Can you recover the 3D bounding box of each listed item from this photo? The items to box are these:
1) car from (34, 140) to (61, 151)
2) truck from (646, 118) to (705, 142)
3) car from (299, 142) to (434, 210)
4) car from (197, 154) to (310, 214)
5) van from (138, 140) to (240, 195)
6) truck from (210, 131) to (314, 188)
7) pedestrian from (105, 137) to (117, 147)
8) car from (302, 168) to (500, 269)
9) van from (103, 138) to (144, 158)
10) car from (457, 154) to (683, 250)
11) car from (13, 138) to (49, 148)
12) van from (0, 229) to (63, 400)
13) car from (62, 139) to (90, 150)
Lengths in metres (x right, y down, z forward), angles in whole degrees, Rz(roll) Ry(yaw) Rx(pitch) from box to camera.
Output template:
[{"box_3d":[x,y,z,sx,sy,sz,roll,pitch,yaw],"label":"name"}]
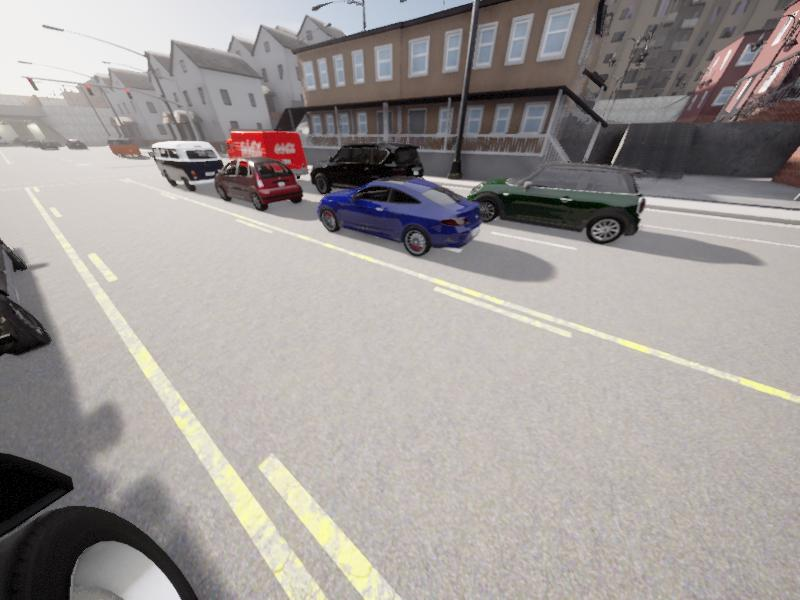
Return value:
[{"box_3d":[-65.597,-28.807,42.942,4.514,1.525,2.007,22,41,28],"label":"car"},{"box_3d":[47.333,-29.410,39.957,6.274,2.098,2.390,31,44,20],"label":"truck"},{"box_3d":[-1.562,-5.677,10.167,5.566,2.045,2.150,22,41,28],"label":"car"},{"box_3d":[-5.828,-4.779,9.239,3.988,1.617,1.851,22,41,28],"label":"car"},{"box_3d":[-10.876,-6.991,11.956,4.480,2.038,2.069,22,41,28],"label":"van"},{"box_3d":[-8.084,-8.409,13.618,5.204,2.467,2.627,23,41,29],"label":"truck"},{"box_3d":[-61.770,-33.830,49.440,0.751,1.860,0.751,21,40,27],"label":"pedestrian"},{"box_3d":[-0.194,-2.434,6.101,4.674,1.442,1.812,22,41,28],"label":"car"},{"box_3d":[-34.588,-19.048,28.903,4.442,1.987,1.775,20,40,26],"label":"van"},{"box_3d":[4.394,-3.187,6.905,4.553,1.767,2.097,22,41,28],"label":"car"},{"box_3d":[-79.890,-34.008,50.035,5.238,1.638,1.930,9,36,12],"label":"car"},{"box_3d":[-6.847,-0.692,2.608,5.915,2.561,1.988,21,40,28],"label":"van"},{"box_3d":[-63.455,-30.434,45.189,4.611,1.667,2.242,22,41,28],"label":"car"}]
